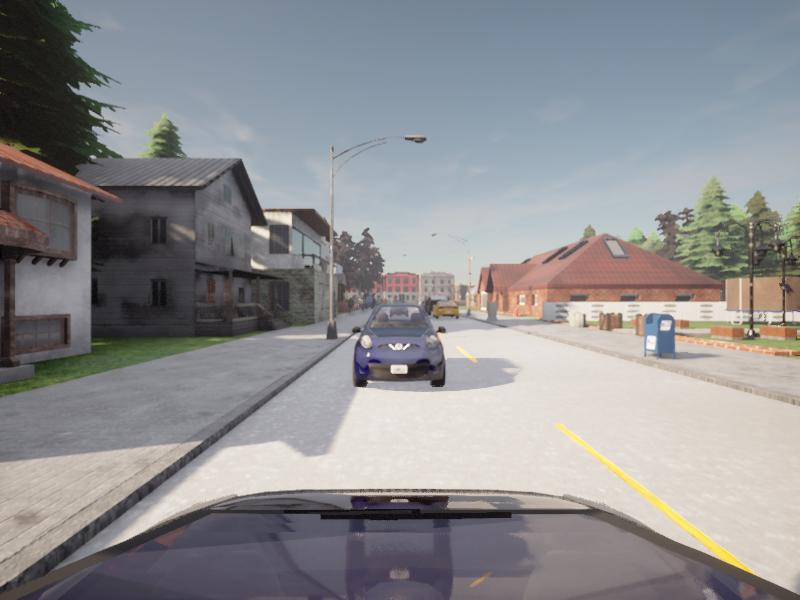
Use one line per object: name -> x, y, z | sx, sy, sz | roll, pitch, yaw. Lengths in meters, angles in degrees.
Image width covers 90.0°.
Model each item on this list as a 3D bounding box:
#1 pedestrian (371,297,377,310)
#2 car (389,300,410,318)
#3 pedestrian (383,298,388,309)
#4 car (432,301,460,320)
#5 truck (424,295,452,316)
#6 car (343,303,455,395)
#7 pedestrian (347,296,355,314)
pedestrian -> -3.964, 0.532, 61.143 | 0.751, 1.860, 0.751 | 0, 0, 7
car -> -0.074, 0.793, 36.668 | 1.851, 1.617, 3.988 | 0, 0, 0
pedestrian -> -2.445, 0.533, 67.284 | 0.751, 1.860, 0.751 | 0, 0, 18
car -> 3.932, 0.827, 34.786 | 1.882, 1.535, 5.008 | 0, 0, 0
truck -> 3.914, 0.548, 42.252 | 2.390, 2.098, 6.274 | 0, 0, 0
car -> -0.019, 0.829, 8.453 | 1.845, 1.501, 3.633 | 0, 0, 0
pedestrian -> -5.305, 0.539, 43.183 | 0.751, 1.860, 0.751 | 0, 0, 0
